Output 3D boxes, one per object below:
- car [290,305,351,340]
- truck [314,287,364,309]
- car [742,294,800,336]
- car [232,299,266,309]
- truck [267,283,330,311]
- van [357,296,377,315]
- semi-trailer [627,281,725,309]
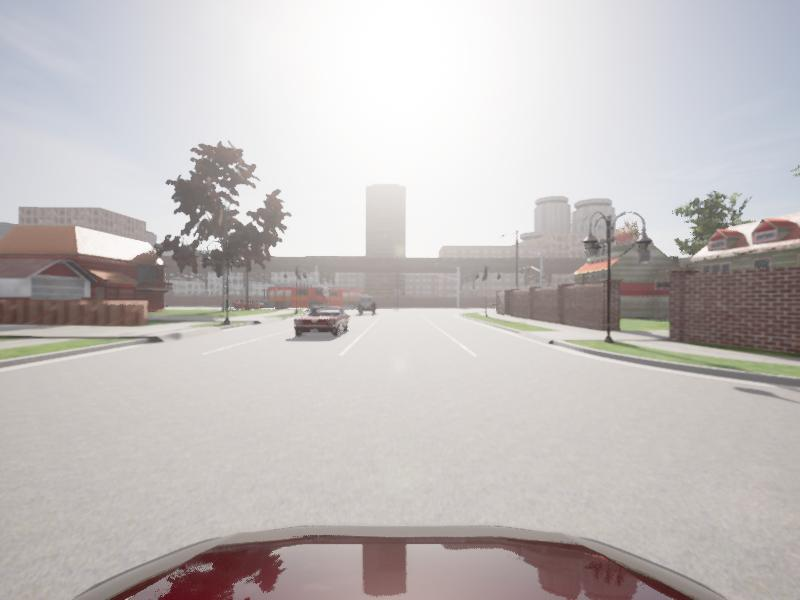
[{"bbox_3d":[-3.513,0.946,18.589,1.895,1.301,4.718,0,0,0],"label":"car"},{"bbox_3d":[-10.929,-0.423,72.450,8.468,3.827,2.891,0,0,1],"label":"truck"},{"bbox_3d":[17.782,0.589,16.772,5.027,1.636,2.152,0,0,0],"label":"car"},{"bbox_3d":[-23.493,0.670,62.234,4.514,1.525,2.007,0,0,2],"label":"car"},{"bbox_3d":[-14.769,-0.427,58.507,8.468,3.827,2.891,0,0,2],"label":"truck"},{"bbox_3d":[-3.539,0.574,43.546,1.775,1.987,4.442,0,0,0],"label":"van"},{"bbox_3d":[46.018,-0.873,66.884,14.254,4.402,2.717,-1,0,1],"label":"semi-trailer"}]
